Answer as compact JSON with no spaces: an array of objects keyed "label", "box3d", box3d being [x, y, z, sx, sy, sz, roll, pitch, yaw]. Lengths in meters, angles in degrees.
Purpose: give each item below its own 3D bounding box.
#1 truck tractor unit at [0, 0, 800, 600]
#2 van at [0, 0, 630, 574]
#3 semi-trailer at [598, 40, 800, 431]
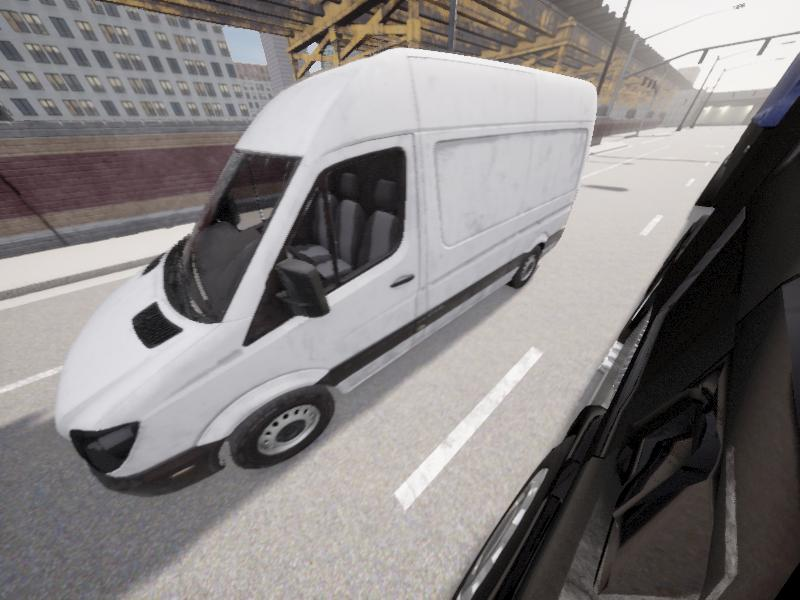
[{"label":"truck tractor unit","box3d":[2.645,-0.295,0.351,6.516,4.208,3.053,-28,44,-30]},{"label":"van","box3d":[0.014,-0.965,2.778,5.915,2.561,1.988,-28,43,-30]},{"label":"semi-trailer","box3d":[8.700,-3.573,4.270,14.254,4.402,2.717,-28,43,-30]}]
